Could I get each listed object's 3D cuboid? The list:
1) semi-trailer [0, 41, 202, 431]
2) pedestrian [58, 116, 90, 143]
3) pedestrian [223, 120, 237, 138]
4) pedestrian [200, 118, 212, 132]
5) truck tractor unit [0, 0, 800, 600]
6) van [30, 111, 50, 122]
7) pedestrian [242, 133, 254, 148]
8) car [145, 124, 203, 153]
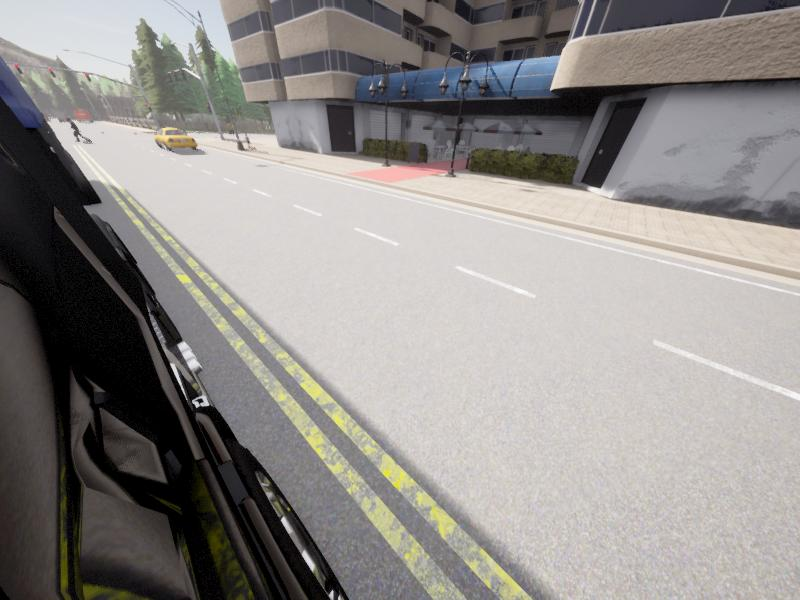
[{"bbox_3d":[-8.707,-3.601,4.215,14.254,4.402,2.717,28,44,30],"label":"semi-trailer"},{"bbox_3d":[-27.519,-14.415,19.568,0.751,1.860,0.751,-29,47,-35],"label":"pedestrian"},{"bbox_3d":[-21.569,-21.709,29.341,0.751,1.860,0.751,-10,39,-16],"label":"pedestrian"},{"bbox_3d":[-33.496,-30.212,39.947,0.751,1.860,0.751,28,44,30],"label":"pedestrian"},{"bbox_3d":[-2.645,-0.295,0.351,6.516,4.208,3.053,28,44,30],"label":"truck tractor unit"},{"bbox_3d":[-86.664,-44.297,55.687,4.442,1.987,1.775,29,44,31],"label":"van"},{"bbox_3d":[-13.444,-14.115,20.437,0.500,1.100,0.500,-11,39,-18],"label":"pedestrian"},{"bbox_3d":[-18.120,-12.941,18.468,5.366,1.575,1.801,28,44,30],"label":"car"}]
